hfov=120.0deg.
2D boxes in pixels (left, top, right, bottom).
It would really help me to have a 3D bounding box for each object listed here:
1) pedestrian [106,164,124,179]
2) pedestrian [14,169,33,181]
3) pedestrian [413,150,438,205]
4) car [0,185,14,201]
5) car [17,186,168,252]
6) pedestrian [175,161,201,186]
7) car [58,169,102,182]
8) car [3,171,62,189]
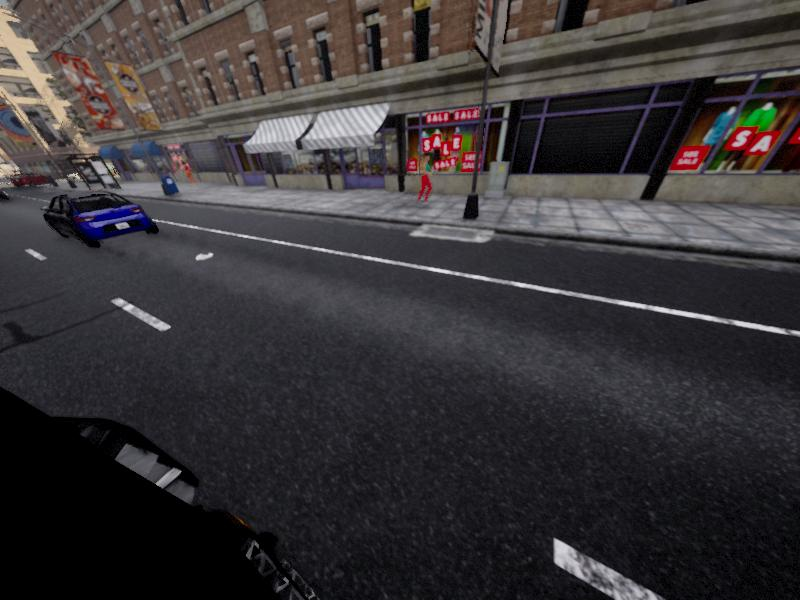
[{"bbox_3d":[-41.297,-18.616,33.478,0.751,1.860,0.751,17,39,28],"label":"pedestrian"},{"bbox_3d":[-68.536,-22.809,42.051,0.751,1.860,0.751,4,34,10],"label":"pedestrian"},{"bbox_3d":[1.020,-4.886,9.265,0.751,1.860,0.751,13,37,22],"label":"pedestrian"},{"bbox_3d":[-34.829,-9.023,19.085,4.514,1.525,2.007,14,37,24],"label":"car"},{"bbox_3d":[-10.561,-2.964,7.986,4.193,1.474,1.816,14,37,24],"label":"car"},{"bbox_3d":[-18.462,-11.039,20.159,0.751,1.860,0.751,12,36,21],"label":"pedestrian"},{"bbox_3d":[-51.235,-20.040,37.066,1.845,1.501,3.633,15,38,25],"label":"car"},{"bbox_3d":[-48.765,-16.035,30.793,1.789,1.549,3.705,-8,34,-5],"label":"car"}]
